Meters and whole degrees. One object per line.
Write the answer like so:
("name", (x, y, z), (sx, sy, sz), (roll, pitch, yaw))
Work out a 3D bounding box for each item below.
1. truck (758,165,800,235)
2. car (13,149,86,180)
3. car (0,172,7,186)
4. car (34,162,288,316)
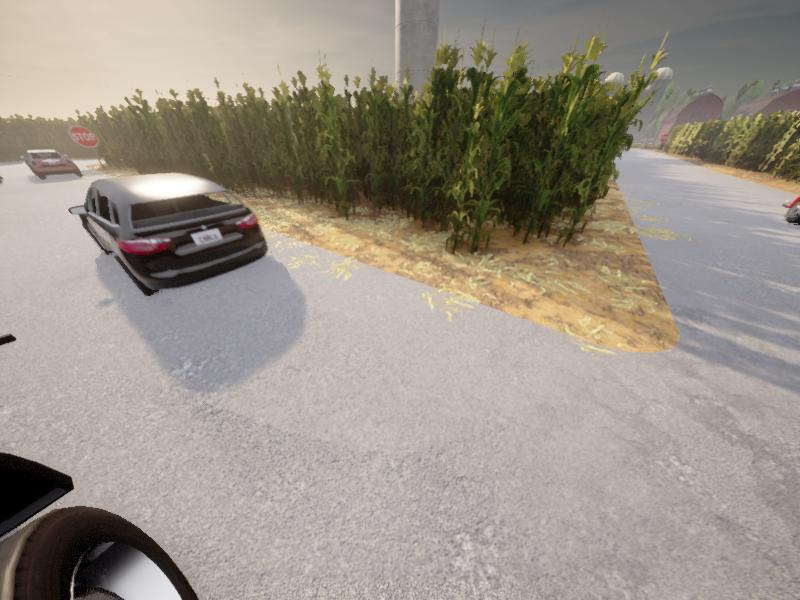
("truck", (12.692, -2.485, 5.408), (2.627, 2.467, 5.204), (22, 41, 28))
("car", (-23.280, -9.105, 15.370), (3.806, 1.475, 1.970), (22, 41, 28))
("car", (-23.882, -7.097, 12.672), (4.718, 1.301, 1.895), (22, 41, 28))
("car", (-4.979, -1.742, 4.896), (4.611, 1.667, 2.242), (22, 41, 28))
